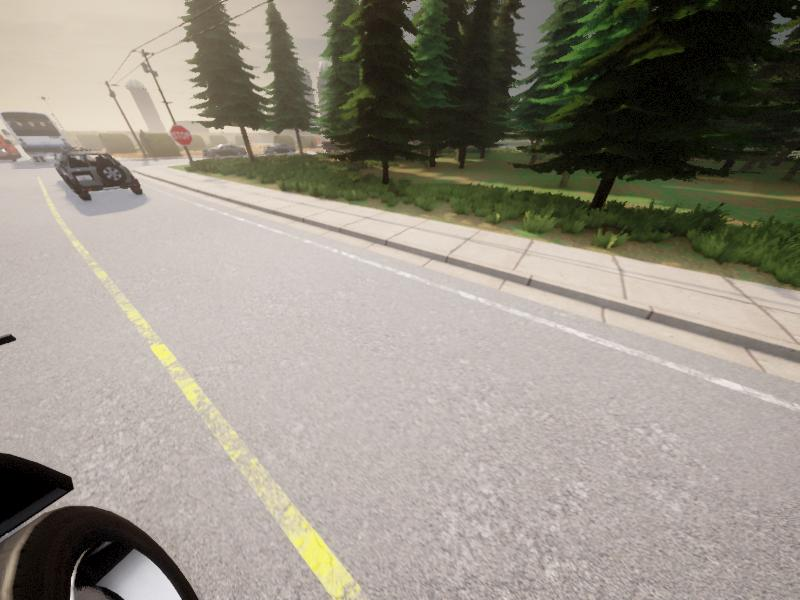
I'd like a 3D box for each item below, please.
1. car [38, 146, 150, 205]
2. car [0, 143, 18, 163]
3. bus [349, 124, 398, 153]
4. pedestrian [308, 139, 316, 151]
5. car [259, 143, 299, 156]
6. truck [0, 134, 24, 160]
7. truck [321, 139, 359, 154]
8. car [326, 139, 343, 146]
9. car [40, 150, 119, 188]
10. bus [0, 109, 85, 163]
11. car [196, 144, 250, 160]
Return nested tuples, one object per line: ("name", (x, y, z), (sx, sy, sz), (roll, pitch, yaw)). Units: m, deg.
("car", (-13.785, -5.782, 10.419), (4.605, 1.855, 1.932), (23, 41, 29))
("car", (-42.623, -15.566, 24.392), (3.988, 1.617, 1.851), (23, 41, 29))
("bus", (-4.856, -32.102, 45.885), (3.944, 4.253, 10.273), (21, 40, 27))
("pedestrian", (-16.846, -29.854, 44.377), (0.751, 1.860, 0.751), (14, 37, 19))
("car", (-18.321, -22.985, 35.225), (2.128, 1.511, 4.902), (21, 40, 27))
("truck", (-48.152, -18.311, 27.512), (5.204, 2.467, 2.627), (23, 41, 29))
("truck", (-10.157, -26.579, 39.872), (2.390, 2.098, 6.274), (21, 40, 27))
("car", (-20.409, -48.983, 71.884), (4.553, 1.767, 2.097), (21, 40, 26))
("car", (-19.010, -7.914, 13.724), (4.514, 1.525, 2.007), (25, 42, 31))
("bus", (-40.453, -18.147, 25.775), (10.273, 4.253, 3.944), (23, 41, 29))
("car", (-22.705, -19.244, 29.883), (2.128, 1.511, 4.902), (21, 40, 27))
